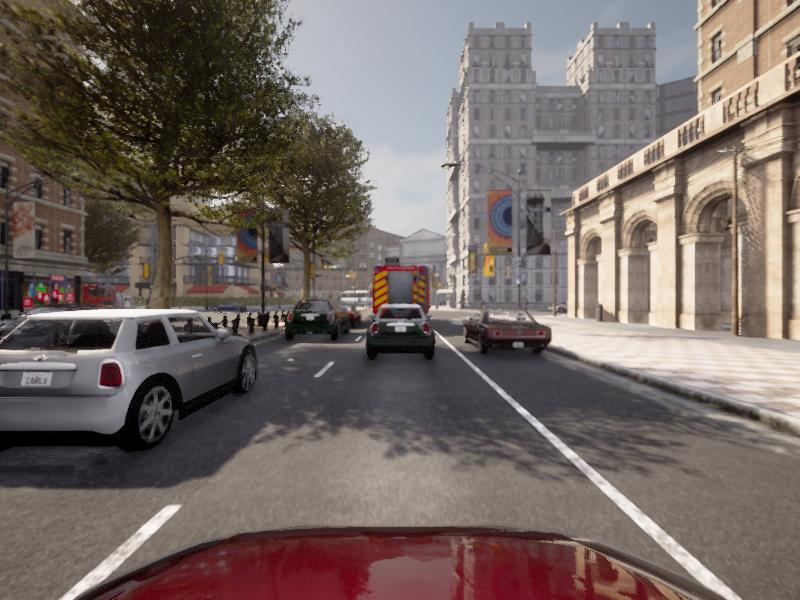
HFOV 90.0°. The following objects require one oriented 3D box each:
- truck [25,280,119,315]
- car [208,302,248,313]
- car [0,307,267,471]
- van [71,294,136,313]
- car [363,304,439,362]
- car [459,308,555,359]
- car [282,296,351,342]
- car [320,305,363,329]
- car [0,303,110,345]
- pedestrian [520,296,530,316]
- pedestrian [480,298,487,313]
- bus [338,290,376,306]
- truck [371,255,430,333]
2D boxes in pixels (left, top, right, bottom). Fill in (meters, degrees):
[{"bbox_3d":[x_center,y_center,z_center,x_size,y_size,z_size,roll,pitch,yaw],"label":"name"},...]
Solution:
[{"bbox_3d":[-37.984,-0.277,46.537,8.468,3.827,2.891,0,0,0],"label":"truck"},{"bbox_3d":[-21.465,0.957,50.106,4.181,1.385,1.994,0,0,0],"label":"car"},{"bbox_3d":[-3.494,0.859,5.637,1.970,1.475,3.806,0,0,0],"label":"car"},{"bbox_3d":[-36.972,0.428,50.045,6.366,2.431,2.351,0,0,0],"label":"van"},{"bbox_3d":[0.019,0.866,12.300,1.970,1.475,3.806,0,0,0],"label":"car"},{"bbox_3d":[3.270,0.952,13.271,1.895,1.301,4.718,0,0,0],"label":"car"},{"bbox_3d":[-3.472,0.714,17.617,2.097,1.767,4.553,0,0,0],"label":"car"},{"bbox_3d":[-3.461,0.969,24.539,1.895,1.301,4.718,0,0,0],"label":"car"},{"bbox_3d":[-14.255,0.886,16.634,1.812,1.442,4.674,0,0,-12],"label":"car"},{"bbox_3d":[11.824,0.523,37.812,0.751,1.860,0.751,0,0,5],"label":"pedestrian"},{"bbox_3d":[10.422,0.687,49.771,0.751,1.860,0.751,0,0,-1],"label":"pedestrian"},{"bbox_3d":[-11.834,-0.425,109.139,10.273,4.253,3.944,0,-1,37],"label":"bus"},{"bbox_3d":[0.042,-0.298,23.940,2.891,3.827,8.468,0,0,0],"label":"truck"}]
